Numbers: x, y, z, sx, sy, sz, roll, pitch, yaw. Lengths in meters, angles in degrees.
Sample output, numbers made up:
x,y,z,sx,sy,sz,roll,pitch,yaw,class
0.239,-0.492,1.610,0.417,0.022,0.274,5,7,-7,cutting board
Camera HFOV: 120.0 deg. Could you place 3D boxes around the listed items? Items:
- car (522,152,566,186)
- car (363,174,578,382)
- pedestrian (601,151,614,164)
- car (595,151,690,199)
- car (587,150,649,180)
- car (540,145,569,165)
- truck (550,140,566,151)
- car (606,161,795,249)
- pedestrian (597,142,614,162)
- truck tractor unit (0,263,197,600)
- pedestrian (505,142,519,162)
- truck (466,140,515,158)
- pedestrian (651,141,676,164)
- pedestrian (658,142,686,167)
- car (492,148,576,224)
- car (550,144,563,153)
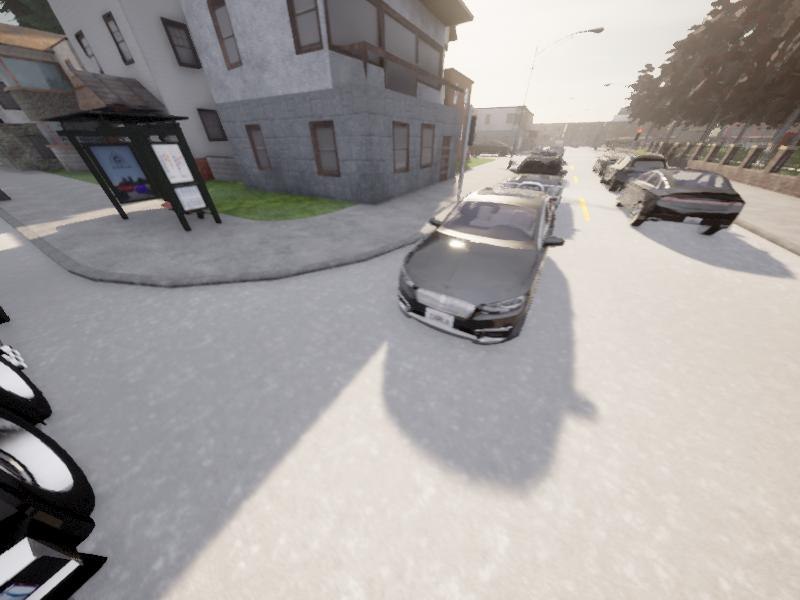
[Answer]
x,y,z,sx,sy,sz,roll,pitch,yaw,class
9.538,-8.772,15.209,1.837,1.490,4.892,18,39,24,car
1.778,-1.190,4.373,2.128,1.511,4.902,20,40,26,car
21.783,-14.933,24.254,0.500,1.100,0.500,-23,41,-29,pedestrian
12.237,-6.753,12.169,2.033,1.649,4.856,17,38,23,car
15.720,-10.095,17.041,2.128,1.511,4.902,16,38,22,car
17.145,-16.197,25.693,2.033,1.649,4.856,17,38,23,car
37.962,-37.097,55.497,2.390,2.098,6.274,18,39,24,truck
8.703,-3.417,7.511,2.128,1.511,4.902,18,39,25,car
23.586,-17.025,26.579,0.751,1.860,0.751,17,39,24,pedestrian
-5.110,-0.302,0.781,6.516,4.208,3.053,18,39,24,truck tractor unit
12.284,-16.253,25.371,0.751,1.860,0.751,-28,44,-34,pedestrian
13.752,-23.173,35.330,6.274,2.098,2.390,18,39,25,truck
25.655,-14.355,22.543,0.751,1.860,0.751,19,39,25,pedestrian
24.355,-13.077,20.719,0.751,1.860,0.751,18,39,25,pedestrian
5.333,-4.733,9.094,1.932,1.855,4.605,18,41,24,car
33.673,-32.562,49.596,1.812,1.442,4.674,18,39,24,car
